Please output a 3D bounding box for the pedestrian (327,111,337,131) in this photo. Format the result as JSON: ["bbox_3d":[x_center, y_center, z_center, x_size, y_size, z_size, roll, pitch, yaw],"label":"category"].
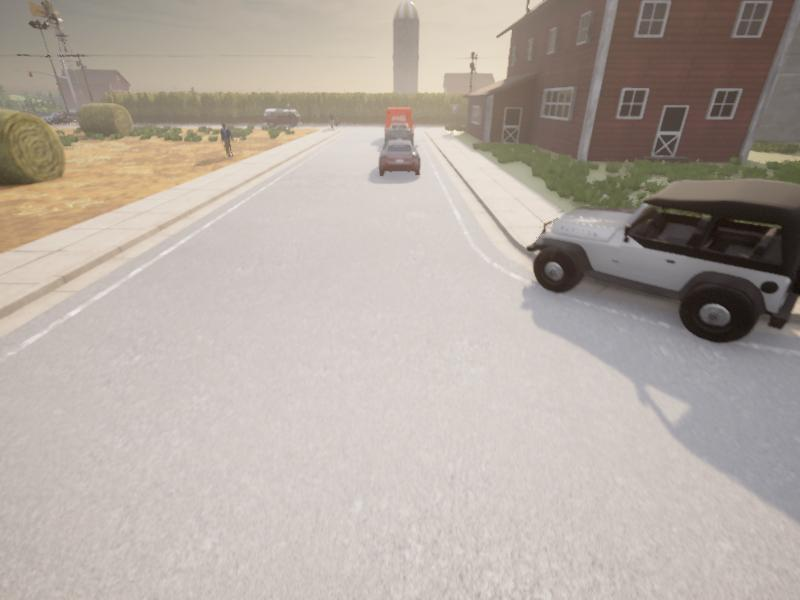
[{"bbox_3d":[-7.122,-18.731,41.767,0.751,1.860,0.751,1,27,1],"label":"pedestrian"}]

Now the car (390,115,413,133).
[{"bbox_3d":[0.193,-18.815,42.752,2.038,1.542,4.974,3,26,5],"label":"car"}]

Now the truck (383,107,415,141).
[{"bbox_3d":[-0.061,-15.620,35.333,2.627,2.467,5.204,0,27,0],"label":"truck"}]

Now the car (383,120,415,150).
[{"bbox_3d":[-0.048,-12.168,29.386,2.152,1.651,5.027,0,27,0],"label":"car"}]

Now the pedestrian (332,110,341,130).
[{"bbox_3d":[-6.795,-19.407,43.119,0.751,1.860,0.751,0,27,0],"label":"pedestrian"}]

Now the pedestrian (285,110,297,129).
[{"bbox_3d":[-11.740,-19.380,43.022,0.751,1.860,0.751,9,28,17],"label":"pedestrian"}]

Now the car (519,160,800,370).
[{"bbox_3d":[4.152,-0.914,6.306,1.905,1.878,3.866,-28,36,-34],"label":"car"}]

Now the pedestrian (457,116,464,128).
[{"bbox_3d":[7.014,-20.661,46.425,0.751,1.300,0.751,4,27,7],"label":"pedestrian"}]

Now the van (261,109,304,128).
[{"bbox_3d":[-14.419,-22.370,49.221,4.480,2.038,2.069,1,27,1],"label":"van"}]

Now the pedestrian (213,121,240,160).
[{"bbox_3d":[-9.194,-8.464,21.256,0.751,1.860,0.751,0,27,-1],"label":"pedestrian"}]

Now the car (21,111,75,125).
[{"bbox_3d":[-46.543,-24.088,52.948,4.974,1.542,2.038,1,27,2],"label":"car"}]

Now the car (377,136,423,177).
[{"bbox_3d":[-0.028,-7.083,19.519,1.994,1.385,4.181,0,27,-1],"label":"car"}]
